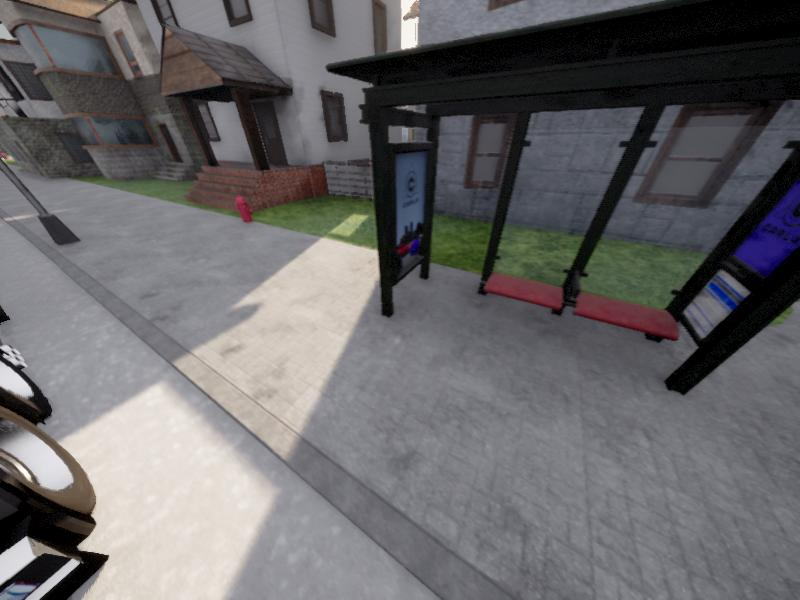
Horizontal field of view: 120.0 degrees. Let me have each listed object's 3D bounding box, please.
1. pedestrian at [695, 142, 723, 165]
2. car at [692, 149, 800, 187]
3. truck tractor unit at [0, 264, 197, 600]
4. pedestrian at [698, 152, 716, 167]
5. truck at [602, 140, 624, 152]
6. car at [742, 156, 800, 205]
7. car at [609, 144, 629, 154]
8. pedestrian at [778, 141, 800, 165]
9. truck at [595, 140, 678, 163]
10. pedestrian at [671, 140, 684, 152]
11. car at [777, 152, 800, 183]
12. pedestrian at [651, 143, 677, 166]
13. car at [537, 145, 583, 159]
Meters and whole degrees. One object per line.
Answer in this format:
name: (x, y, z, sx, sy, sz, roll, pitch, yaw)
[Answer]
pedestrian: (30.854, -14.654, 23.116, 0.751, 1.860, 0.751, 18, 39, 24)
car: (21.274, -8.409, 14.473, 2.033, 1.649, 4.856, 18, 39, 25)
truck tractor unit: (-5.112, -0.301, 0.778, 6.516, 4.208, 3.053, 18, 39, 24)
pedestrian: (28.885, -13.244, 21.771, 0.500, 1.100, 0.500, 24, 42, 31)
truck: (47.047, -34.133, 51.170, 2.390, 2.098, 6.274, 18, 39, 24)
car: (17.947, -5.091, 9.852, 1.837, 1.490, 4.892, 18, 39, 24)
car: (42.763, -29.597, 45.266, 1.812, 1.442, 4.674, 18, 39, 24)
pedestrian: (37.189, -13.826, 21.690, 0.751, 1.860, 0.751, 18, 39, 24)
truck: (27.668, -17.664, 27.298, 2.390, 2.098, 6.274, -27, 43, -33)
pedestrian: (51.431, -28.630, 42.834, 0.751, 1.860, 0.751, 25, 42, 31)
car: (24.839, -7.124, 12.699, 2.128, 1.511, 4.902, 16, 38, 22)
pedestrian: (25.271, -13.932, 22.126, 0.751, 1.860, 0.751, 17, 38, 23)
car: (21.810, -20.304, 31.653, 4.902, 1.511, 2.128, 18, 39, 24)
